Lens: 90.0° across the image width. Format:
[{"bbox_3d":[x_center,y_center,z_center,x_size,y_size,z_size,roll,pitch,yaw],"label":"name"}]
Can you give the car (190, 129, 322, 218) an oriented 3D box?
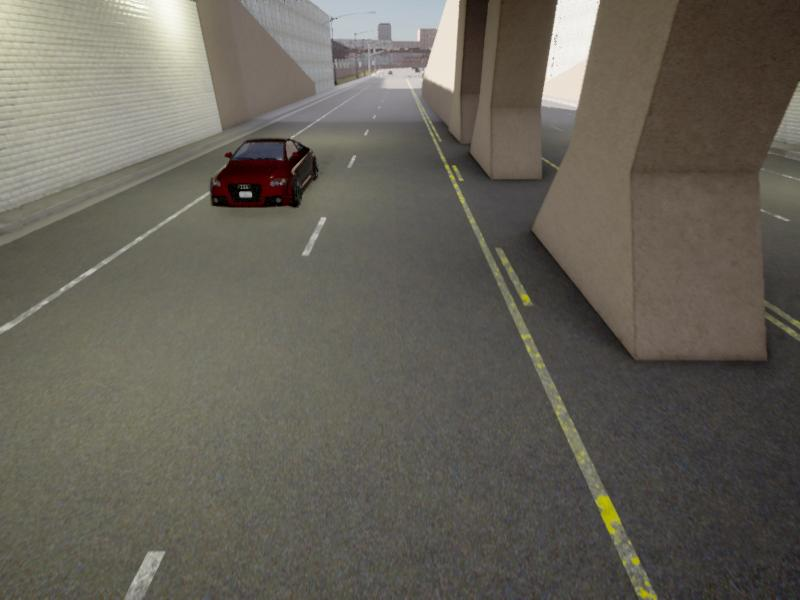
[{"bbox_3d":[-3.502,-3.557,10.705,1.994,1.385,4.181,0,30,0],"label":"car"}]
